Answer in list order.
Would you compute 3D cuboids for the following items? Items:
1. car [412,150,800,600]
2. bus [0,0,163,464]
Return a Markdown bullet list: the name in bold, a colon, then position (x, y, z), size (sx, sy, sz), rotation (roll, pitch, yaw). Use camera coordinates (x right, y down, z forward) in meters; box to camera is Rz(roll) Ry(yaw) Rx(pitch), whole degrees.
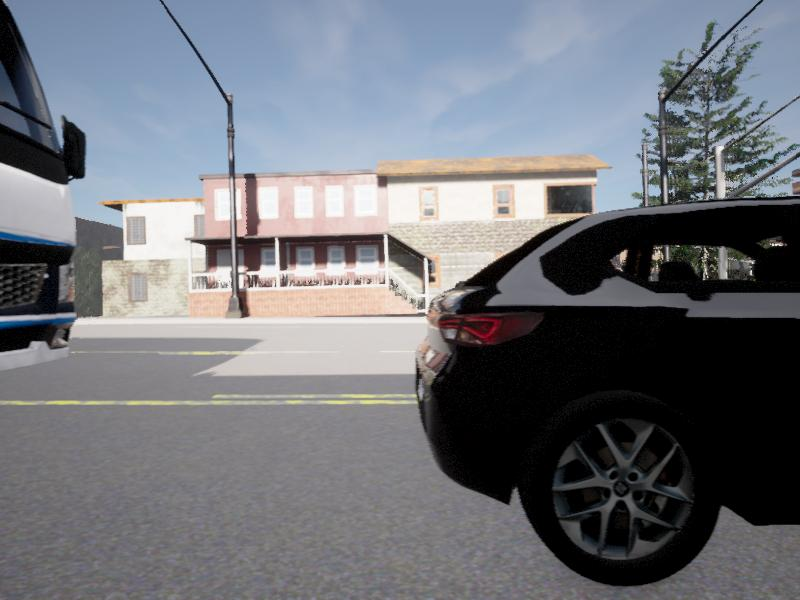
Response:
- **car**: position (2.195, 0.250, 2.202), size (4.193, 1.474, 1.816), rotation (0, 0, 0)
- **bus**: position (-7.704, -1.131, 2.323), size (10.273, 4.253, 3.944), rotation (1, 0, 0)
